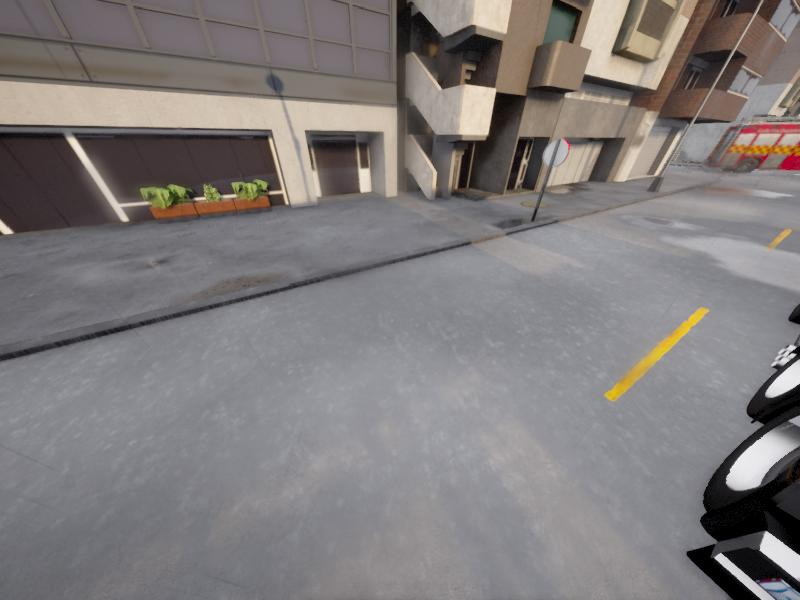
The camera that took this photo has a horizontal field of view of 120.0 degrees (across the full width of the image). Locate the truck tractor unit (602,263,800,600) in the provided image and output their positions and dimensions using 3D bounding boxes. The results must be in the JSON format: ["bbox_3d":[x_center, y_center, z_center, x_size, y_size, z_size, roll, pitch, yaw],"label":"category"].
[{"bbox_3d":[5.107,-0.304,0.786,6.516,4.208,3.053,-18,39,-24],"label":"truck tractor unit"}]

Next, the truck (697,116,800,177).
[{"bbox_3d":[31.421,-12.113,18.270,8.468,3.827,2.891,19,39,25],"label":"truck"}]
